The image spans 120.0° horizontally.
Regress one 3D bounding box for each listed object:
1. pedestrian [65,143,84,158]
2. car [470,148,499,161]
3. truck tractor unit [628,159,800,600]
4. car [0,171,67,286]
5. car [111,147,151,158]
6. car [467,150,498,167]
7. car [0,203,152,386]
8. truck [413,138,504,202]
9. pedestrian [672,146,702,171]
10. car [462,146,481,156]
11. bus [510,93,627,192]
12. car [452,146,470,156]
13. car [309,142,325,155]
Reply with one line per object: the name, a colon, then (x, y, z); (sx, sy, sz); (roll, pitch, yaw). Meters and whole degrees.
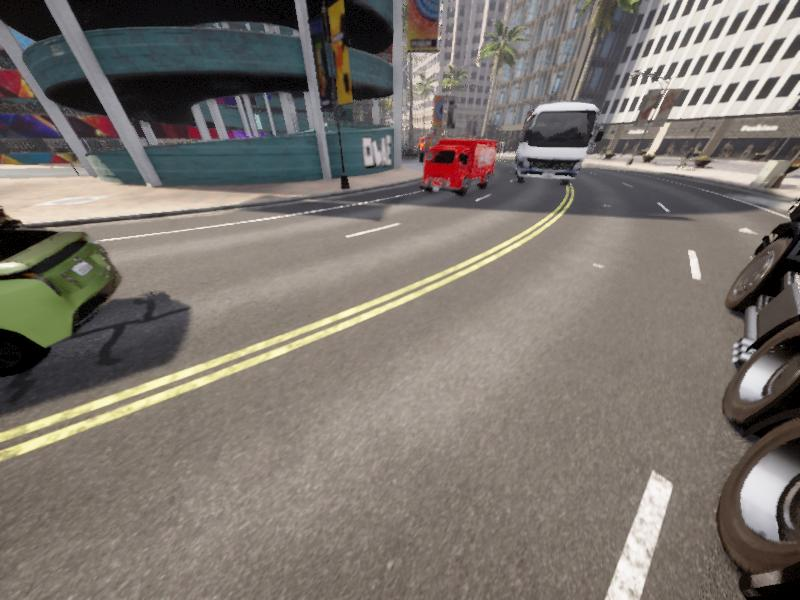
pedestrian: (-50.864, -23.354, 36.116); (0.751, 1.860, 0.751); (-12, 36, -17)
car: (12.781, -22.277, 35.345); (2.007, 1.525, 4.514); (-6, 35, -9)
truck tractor unit: (4.921, -0.451, 1.022); (6.516, 4.208, 3.053); (-25, 41, -32)
car: (-10.676, -0.936, 3.627); (5.566, 2.045, 2.150); (-14, 37, -20)
car: (-45.314, -25.053, 39.096); (2.161, 1.482, 4.786); (-9, 35, -13)
car: (9.887, -17.245, 27.999); (2.128, 1.511, 4.902); (1, 34, 1)
car: (-6.239, 0.236, 2.384); (4.514, 1.525, 2.007); (-18, 38, -24)
truck: (3.272, -7.285, 12.569); (2.627, 2.467, 5.204); (23, 40, 28)
pedestrian: (25.625, -12.625, 20.670); (0.751, 1.860, 0.751); (10, 36, 14)
car: (15.371, -32.248, 49.854); (1.851, 1.617, 3.988); (-9, 35, -13)
bus: (10.680, -11.130, 16.638); (3.944, 4.253, 10.273); (13, 36, 17)
car: (12.475, -30.705, 47.643); (1.789, 1.549, 3.705); (-9, 36, -13)
car: (-16.502, -30.254, 46.105); (2.435, 2.045, 5.566); (-9, 35, -13)
